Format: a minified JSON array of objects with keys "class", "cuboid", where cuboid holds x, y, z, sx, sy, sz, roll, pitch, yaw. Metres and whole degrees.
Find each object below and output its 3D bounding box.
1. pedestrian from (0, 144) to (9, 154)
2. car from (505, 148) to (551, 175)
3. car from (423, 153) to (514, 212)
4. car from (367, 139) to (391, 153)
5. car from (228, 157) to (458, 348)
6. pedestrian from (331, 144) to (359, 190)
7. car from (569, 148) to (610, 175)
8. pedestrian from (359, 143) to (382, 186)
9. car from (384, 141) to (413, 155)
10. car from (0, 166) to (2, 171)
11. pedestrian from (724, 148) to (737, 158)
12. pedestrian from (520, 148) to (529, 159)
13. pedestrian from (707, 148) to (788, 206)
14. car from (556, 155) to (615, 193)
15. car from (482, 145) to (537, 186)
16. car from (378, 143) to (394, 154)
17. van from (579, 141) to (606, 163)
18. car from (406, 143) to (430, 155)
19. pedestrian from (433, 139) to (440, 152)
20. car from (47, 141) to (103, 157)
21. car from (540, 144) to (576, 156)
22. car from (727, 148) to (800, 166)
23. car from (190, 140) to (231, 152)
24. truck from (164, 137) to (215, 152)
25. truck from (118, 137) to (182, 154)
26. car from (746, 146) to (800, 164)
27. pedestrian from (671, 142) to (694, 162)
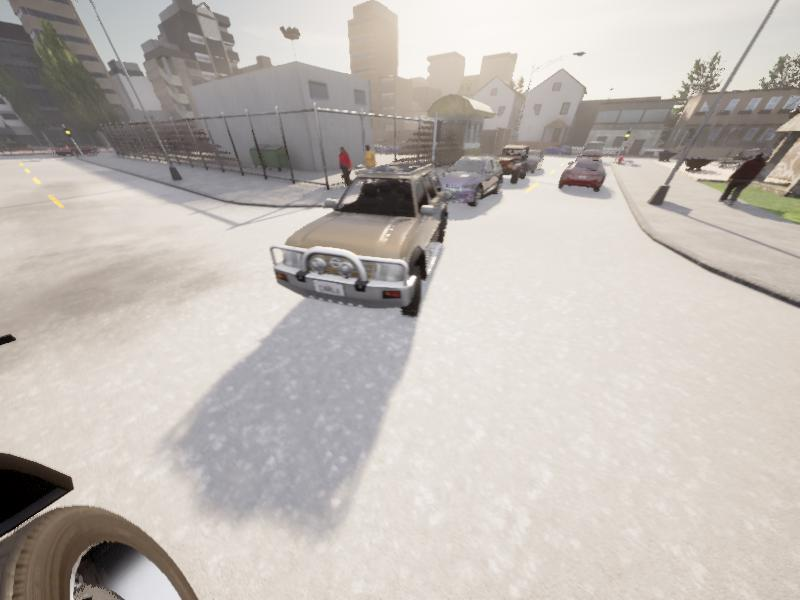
[{"class":"pedestrian","cuboid":[-53.458,-20.439,30.628,0.751,1.860,0.751,22,40,27]},{"class":"car","cuboid":[10.528,-11.389,18.857,2.128,1.511,4.902,22,41,28]},{"class":"car","cuboid":[3.157,-5.397,10.187,2.033,1.649,4.856,22,41,28]},{"class":"car","cuboid":[-3.530,-26.085,39.162,1.905,1.878,3.866,22,41,28]},{"class":"car","cuboid":[-0.187,-1.555,4.494,1.932,1.855,4.605,10,35,13]},{"class":"pedestrian","cuboid":[-2.615,-6.398,11.119,0.751,1.860,0.751,25,42,30]},{"class":"car","cuboid":[15.714,-11.604,19.194,2.007,1.525,4.514,22,41,28]},{"class":"pedestrian","cuboid":[-1.540,-7.179,12.237,0.751,1.860,0.751,24,42,30]},{"class":"car","cuboid":[-0.160,-24.448,37.051,2.242,1.667,4.611,22,41,28]},{"class":"car","cuboid":[-32.640,-10.742,17.600,4.193,1.474,1.816,22,41,28]},{"class":"pedestrian","cuboid":[45.664,-20.300,31.942,0.500,1.100,0.500,21,40,27]},{"class":"pedestrian","cuboid":[15.596,-18.313,28.866,0.500,1.100,0.500,-16,38,-22]},{"class":"pedestrian","cuboid":[13.138,-4.686,8.841,0.751,1.860,0.751,22,41,28]},{"class":"car","cuboid":[10.506,-7.272,13.137,1.994,1.385,4.181,22,41,28]},{"class":"car","cuboid":[6.937,-8.607,14.547,1.905,1.878,3.866,22,41,28]},{"class":"car","cuboid":[-2.256,-24.787,37.694,1.481,1.379,2.207,22,41,28]},{"class":"van","cuboid":[23.030,-17.787,27.634,1.775,1.987,4.442,22,40,28]},{"class":"car","cuboid":[2.860,-23.680,36.106,1.816,1.474,4.193,22,41,28]},{"class":"pedestrian","cuboid":[6.315,-27.007,40.465,0.751,1.860,0.751,27,43,32]},{"class":"car","cuboid":[-43.211,-20.255,30.898,1.851,1.617,3.988,-2,35,-3]},{"class":"car","cuboid":[24.990,-23.867,36.726,1.816,1.474,4.193,-12,37,-17]},{"class":"car","cuboid":[40.379,-15.695,25.254,4.792,1.488,2.163,22,41,28]},{"class":"car","cuboid":[-34.618,-28.298,42.358,1.930,1.638,5.238,22,41,28]},{"class":"truck","cuboid":[-38.841,-29.023,42.955,2.390,2.098,6.274,22,41,28]},{"class":"truck","cuboid":[-39.323,-24.583,36.648,2.390,2.098,6.274,22,41,28]},{"class":"car","cuboid":[45.051,-16.705,26.641,5.366,1.575,1.801,21,40,27]},{"class":"pedestrian","cuboid":[32.259,-16.942,26.386,0.751,1.860,0.751,-18,39,-24]}]
